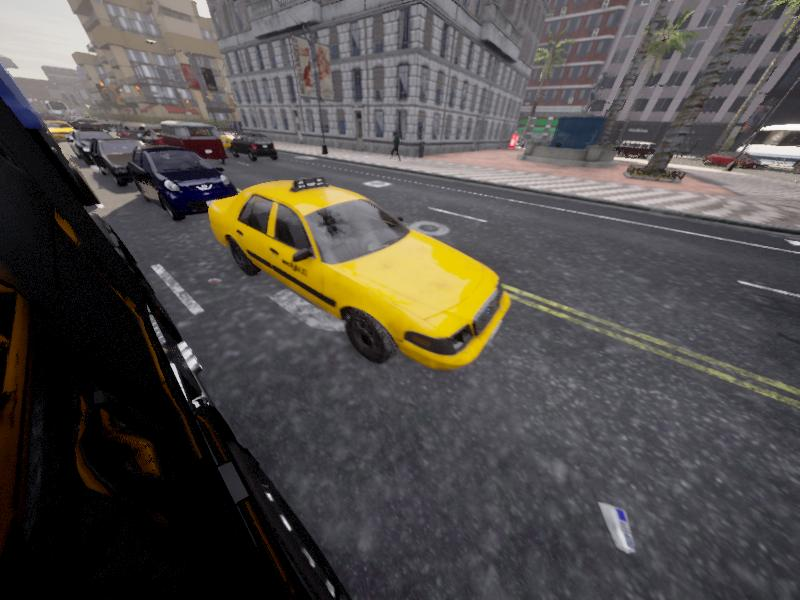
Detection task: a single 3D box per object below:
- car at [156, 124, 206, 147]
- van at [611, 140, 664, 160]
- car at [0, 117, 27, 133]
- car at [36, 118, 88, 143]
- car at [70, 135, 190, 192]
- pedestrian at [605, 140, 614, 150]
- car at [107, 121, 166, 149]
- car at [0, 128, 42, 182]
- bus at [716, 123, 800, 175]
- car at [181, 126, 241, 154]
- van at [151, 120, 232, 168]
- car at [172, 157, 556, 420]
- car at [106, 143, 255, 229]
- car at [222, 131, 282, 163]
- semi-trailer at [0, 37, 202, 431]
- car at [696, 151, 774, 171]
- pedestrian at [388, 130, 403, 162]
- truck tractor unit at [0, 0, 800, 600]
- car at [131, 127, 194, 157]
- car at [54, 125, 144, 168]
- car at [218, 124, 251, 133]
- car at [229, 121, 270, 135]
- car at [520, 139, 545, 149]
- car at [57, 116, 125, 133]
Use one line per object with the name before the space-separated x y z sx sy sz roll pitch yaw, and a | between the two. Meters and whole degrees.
car | -21.348 -16.093 22.559 4.514 1.525 2.007 26 42 28
van | 34.172 -21.703 33.427 2.069 2.038 4.480 -9 38 -16
car | -44.591 -19.026 25.054 1.994 1.385 4.181 26 42 28
car | -30.470 -15.286 20.812 5.366 1.575 1.801 26 42 28
car | -11.307 -5.879 9.635 5.357 1.411 2.033 26 42 28
pedestrian | 45.306 -33.549 49.945 0.751 1.860 0.751 30 44 32
car | -22.255 -13.961 19.514 4.611 1.667 2.242 29 44 30
car | -16.073 -5.659 8.920 3.633 1.501 1.845 26 43 28
bus | 42.763 -16.004 24.502 3.944 4.253 10.273 4 37 1
car | -15.864 -13.469 19.362 5.366 1.575 1.801 26 42 28
van | -12.231 -9.224 13.565 4.442 1.987 1.775 26 42 28
car | -1.079 -0.955 3.559 5.366 1.575 1.801 26 43 28
car | -6.245 -3.470 6.630 3.633 1.501 1.845 26 43 28
car | -10.284 -10.722 16.074 3.705 1.549 1.789 26 43 28
semi-trailer | -8.725 -3.588 4.200 14.254 4.402 2.717 28 43 29
car | 39.188 -16.523 27.281 2.163 1.488 4.792 -1 37 -5
pedestrian | -0.334 -11.127 16.741 0.751 1.860 0.751 24 42 26
truck tractor unit | -2.645 -0.295 0.351 6.516 4.208 3.053 28 44 30
car | -16.983 -11.344 16.521 4.193 1.474 1.816 26 42 28
car | -16.648 -8.565 12.765 4.974 1.542 2.038 26 43 28
car | -35.660 -37.087 49.892 2.033 1.411 5.357 26 42 28
car | -27.847 -31.922 42.942 2.150 2.045 5.566 26 43 27
car | 25.785 -30.468 45.058 1.845 1.501 3.633 -28 46 -34
car | -42.460 -24.188 31.902 1.930 1.638 5.238 26 42 28
